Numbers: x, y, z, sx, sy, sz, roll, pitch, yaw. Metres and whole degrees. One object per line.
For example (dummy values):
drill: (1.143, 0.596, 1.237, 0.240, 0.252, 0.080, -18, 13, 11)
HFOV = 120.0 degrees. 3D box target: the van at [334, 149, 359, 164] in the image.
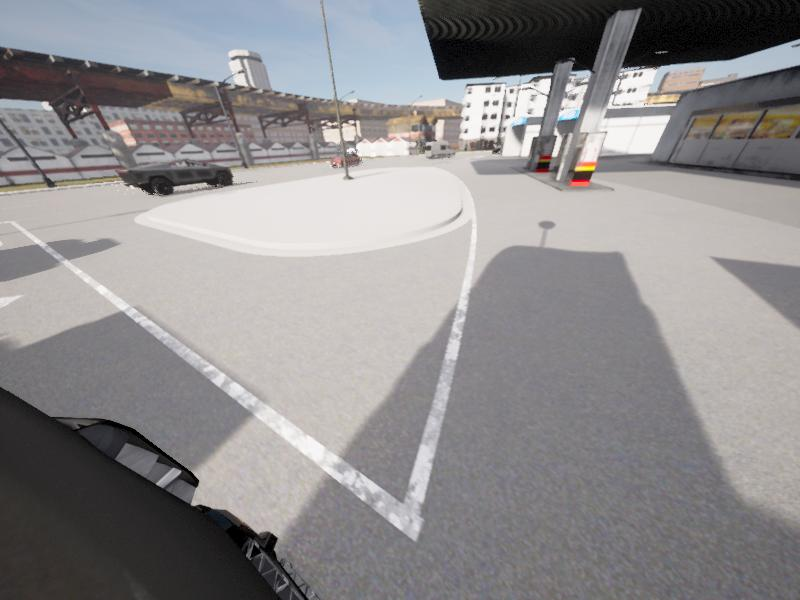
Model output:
van: (-10.711, -28.856, 46.324, 2.069, 2.038, 4.480, 11, 37, 28)

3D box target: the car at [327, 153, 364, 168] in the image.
car: (-7.879, -20.438, 33.820, 2.152, 1.651, 5.027, 17, 39, 28)

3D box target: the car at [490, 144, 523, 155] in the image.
car: (20.688, -29.345, 45.029, 5.238, 1.638, 1.930, -5, 34, -3)

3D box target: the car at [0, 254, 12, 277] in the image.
car: (-11.483, -1.264, 5.338, 3.633, 1.501, 1.845, 16, 38, 26)

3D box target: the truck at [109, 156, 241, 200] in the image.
truck: (-16.057, -9.233, 17.158, 2.390, 2.098, 6.274, 15, 38, 25)

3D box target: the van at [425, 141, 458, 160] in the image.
van: (7.479, -27.149, 41.919, 5.915, 2.561, 1.988, -21, 37, -25)
